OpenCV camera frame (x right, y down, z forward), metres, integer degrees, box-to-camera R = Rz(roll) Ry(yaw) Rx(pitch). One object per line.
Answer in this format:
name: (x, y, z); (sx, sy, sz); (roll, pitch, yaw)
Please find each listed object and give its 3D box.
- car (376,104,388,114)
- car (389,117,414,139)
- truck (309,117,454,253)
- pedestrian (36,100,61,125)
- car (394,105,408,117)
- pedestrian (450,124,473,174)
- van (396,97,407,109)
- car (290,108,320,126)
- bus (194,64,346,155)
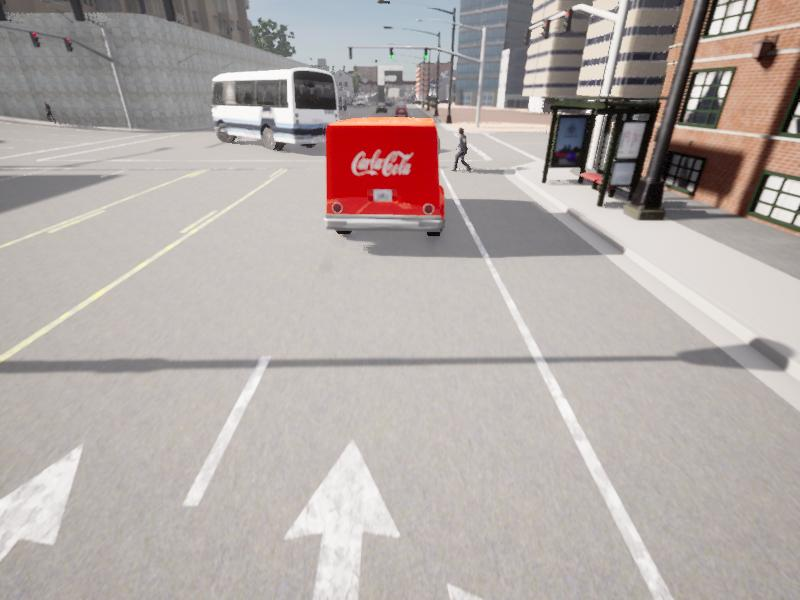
car: (-3.249, -34.224, 71.486); (1.970, 1.475, 3.806); (0, 27, 0)
car: (0.115, -13.670, 31.709); (1.895, 1.301, 4.718); (0, 27, 0)
truck: (-0.194, -3.223, 10.095); (2.627, 2.467, 5.204); (1, 25, 3)
pedestrian: (-29.778, -15.906, 33.896); (0.751, 1.860, 0.751); (0, 27, 1)
car: (0.212, -28.361, 59.962); (2.007, 1.525, 4.514); (0, 27, 0)
pedestrian: (2.578, -6.314, 16.764); (0.751, 1.860, 0.751); (7, 28, 14)
van: (0.324, -45.478, 92.178); (2.351, 2.431, 6.366); (0, 27, 0)
car: (-10.341, -20.149, 43.929); (2.033, 1.649, 4.856); (0, 27, 0)
bus: (-8.318, -11.904, 25.058); (10.273, 4.253, 3.944); (23, 33, 37)
